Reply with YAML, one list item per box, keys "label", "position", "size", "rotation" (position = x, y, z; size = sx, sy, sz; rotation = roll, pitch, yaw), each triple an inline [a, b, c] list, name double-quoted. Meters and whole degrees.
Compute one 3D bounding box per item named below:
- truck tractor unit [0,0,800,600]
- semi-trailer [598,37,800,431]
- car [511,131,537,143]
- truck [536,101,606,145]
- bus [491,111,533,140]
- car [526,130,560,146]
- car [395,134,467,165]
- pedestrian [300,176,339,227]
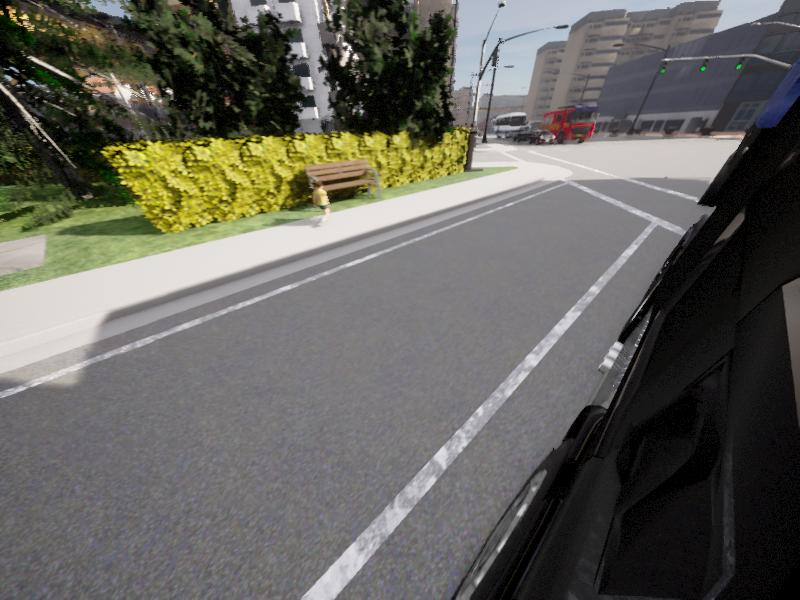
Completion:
- label: "truck tractor unit"
  position: [2.645, -0.295, 0.351]
  size: [6.516, 4.208, 3.053]
  rotation: [-28, 44, -30]
- label: "semi-trailer"
  position: [8.712, -3.583, 4.232]
  size: [14.254, 4.402, 2.717]
  rotation: [-28, 43, -30]
- label: "car"
  position: [18.064, -23.975, 33.957]
  size: [1.994, 1.385, 4.181]
  rotation: [2, 36, 6]
- label: "truck"
  position: [21.052, -22.333, 29.440]
  size: [2.891, 3.827, 8.468]
  rotation: [1, 36, 5]
- label: "bus"
  position: [23.210, -36.670, 48.778]
  size: [3.944, 4.253, 10.273]
  rotation: [-1, 36, 2]
- label: "car"
  position: [17.381, -19.905, 28.308]
  size: [1.970, 1.475, 3.806]
  rotation: [2, 36, 5]
- label: "car"
  position: [2.278, -11.395, 17.474]
  size: [5.027, 1.651, 2.152]
  rotation: [2, 37, 6]
- label: "pedestrian"
  position: [-2.037, -2.519, 5.944]
  size: [0.500, 1.100, 0.500]
  rotation: [12, 39, 19]
